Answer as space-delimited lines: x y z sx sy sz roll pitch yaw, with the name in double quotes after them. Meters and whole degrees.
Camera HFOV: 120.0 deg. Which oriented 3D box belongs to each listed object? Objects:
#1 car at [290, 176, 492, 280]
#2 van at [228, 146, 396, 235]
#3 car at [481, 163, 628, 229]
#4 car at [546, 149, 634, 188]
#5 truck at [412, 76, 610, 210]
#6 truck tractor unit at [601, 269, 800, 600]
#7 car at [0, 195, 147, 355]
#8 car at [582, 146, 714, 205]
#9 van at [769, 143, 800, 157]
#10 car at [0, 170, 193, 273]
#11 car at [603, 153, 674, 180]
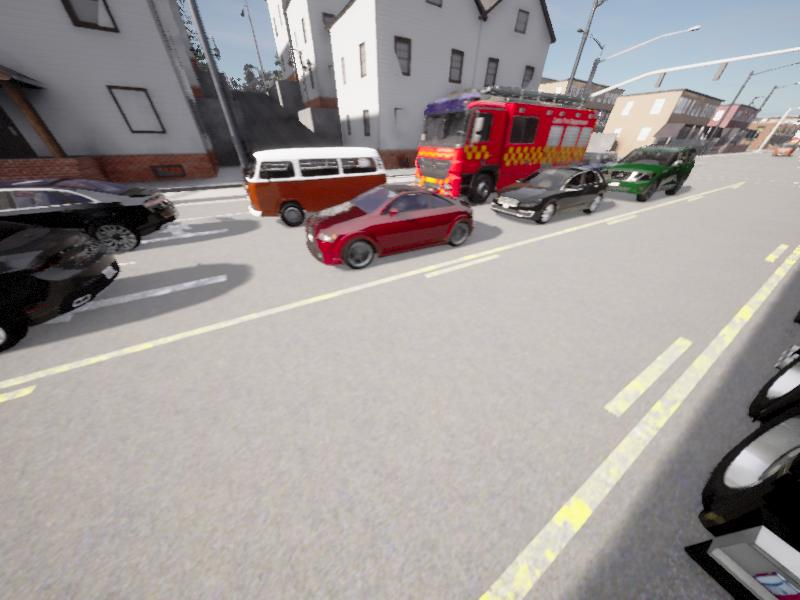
-0.170 -2.028 5.688 4.181 1.385 1.994 -17 38 -23 "car"
-2.616 -3.836 7.665 4.480 2.038 2.069 -18 39 -24 "van"
5.565 -3.932 8.360 4.892 1.490 1.837 -18 39 -24 "car"
11.873 -8.384 14.531 4.553 1.767 2.097 -18 39 -24 "car"
4.971 -7.003 10.715 8.468 3.827 2.891 -18 39 -24 "truck"
5.120 -0.292 0.770 6.516 4.208 3.053 -18 39 -24 "truck tractor unit"
-6.767 0.023 2.577 4.892 1.490 1.837 -18 39 -24 "car"
11.971 -6.213 11.206 5.566 2.045 2.150 -18 39 -24 "car"
67.812 -26.406 40.709 4.442 1.987 1.775 -18 39 -24 "van"
-8.208 -1.823 5.190 4.902 1.511 2.128 -18 39 -24 "car"
18.230 -10.275 17.655 5.357 1.411 2.033 -20 40 -26 "car"
